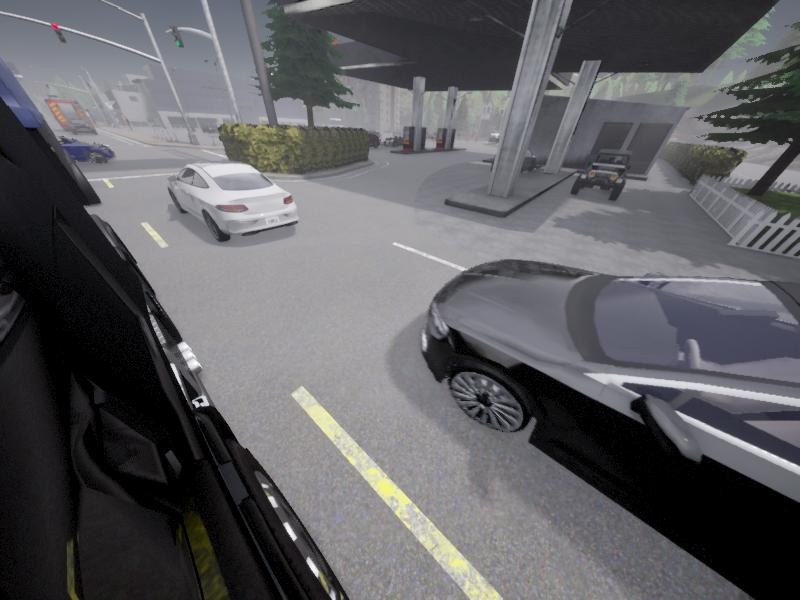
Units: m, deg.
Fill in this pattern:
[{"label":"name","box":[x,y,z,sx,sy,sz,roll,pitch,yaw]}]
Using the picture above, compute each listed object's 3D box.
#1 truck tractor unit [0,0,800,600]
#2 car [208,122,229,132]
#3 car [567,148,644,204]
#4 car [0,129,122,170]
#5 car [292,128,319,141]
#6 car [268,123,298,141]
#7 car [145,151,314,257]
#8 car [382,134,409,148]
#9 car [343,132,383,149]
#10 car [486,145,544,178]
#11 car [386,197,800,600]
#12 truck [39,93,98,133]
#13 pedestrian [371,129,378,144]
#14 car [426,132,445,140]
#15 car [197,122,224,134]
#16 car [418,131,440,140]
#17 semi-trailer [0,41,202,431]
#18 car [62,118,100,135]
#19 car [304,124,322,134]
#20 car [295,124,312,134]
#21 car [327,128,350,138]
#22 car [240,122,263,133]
[{"label":"truck tractor unit","box":[-2.645,-0.295,0.351,6.516,4.208,3.053,28,44,30]},{"label":"car","box":[-36.405,-34.718,46.378,3.806,1.475,1.970,28,43,29]},{"label":"car","box":[10.171,-6.304,11.462,1.905,1.878,3.866,28,43,29]},{"label":"car","box":[-18.313,-8.042,12.220,1.816,1.474,4.193,29,44,29]},{"label":"car","box":[-14.644,-25.727,35.943,3.806,1.475,1.970,28,43,29]},{"label":"car","box":[-17.224,-24.732,33.977,3.866,1.878,1.905,28,43,29]},{"label":"car","box":[-4.554,-2.835,6.096,4.674,1.442,1.812,28,43,29]},{"label":"car","box":[-0.616,-23.393,33.952,1.970,1.475,3.806,28,44,30]},{"label":"car","box":[-4.673,-20.672,29.936,2.033,1.649,4.856,28,44,30]},{"label":"car","box":[8.574,-10.383,17.092,2.242,1.667,4.611,28,43,29]},{"label":"car","box":[2.419,0.754,1.522,4.902,1.511,2.128,29,44,30]},{"label":"truck","box":[-45.903,-25.776,32.016,8.468,3.827,2.891,28,44,30]},{"label":"pedestrian","box":[-3.898,-25.373,35.777,0.751,1.860,0.751,28,44,30]},{"label":"car","box":[9.120,-42.319,59.571,4.514,1.523,2.007,28,43,29]},{"label":"car","box":[-33.319,-30.188,40.628,4.514,1.523,2.007,28,43,29]},{"label":"car","box":[7.160,-40.918,57.561,5.027,1.636,2.152,28,43,29]},{"label":"semi-trailer","box":[-8.713,-3.596,4.211,14.254,4.402,2.717,28,44,30]},{"label":"car","box":[-39.104,-21.230,28.282,4.974,1.542,2.038,28,44,30]},{"label":"car","box":[-22.864,-44.903,60.614,4.605,1.855,1.932,28,43,29]},{"label":"car","box":[-24.398,-43.467,58.565,3.866,1.878,1.905,28,43,29]},{"label":"car","box":[-12.700,-34.417,47.573,4.514,1.523,2.007,28,43,29]},{"label":"car","box":[-32.559,-37.749,50.539,5.027,1.636,2.152,28,43,29]}]
